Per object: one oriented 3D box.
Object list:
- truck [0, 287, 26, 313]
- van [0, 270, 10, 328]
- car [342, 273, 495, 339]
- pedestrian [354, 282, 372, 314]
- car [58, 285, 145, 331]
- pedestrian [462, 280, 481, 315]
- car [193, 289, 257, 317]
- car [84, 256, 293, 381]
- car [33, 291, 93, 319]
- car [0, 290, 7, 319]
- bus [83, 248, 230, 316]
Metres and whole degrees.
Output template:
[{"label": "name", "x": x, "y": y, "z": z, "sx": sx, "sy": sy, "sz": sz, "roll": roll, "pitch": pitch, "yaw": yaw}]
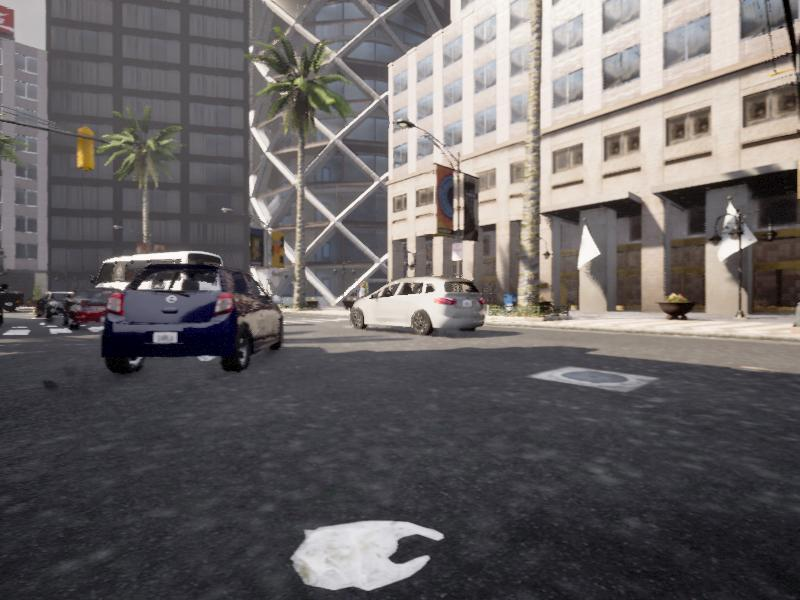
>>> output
[{"label": "truck", "x": -35.383, "y": -0.030, "z": 33.675, "sx": 6.274, "sy": 2.098, "sz": 2.390, "roll": 0, "pitch": 0, "yaw": 10}, {"label": "van", "x": -16.039, "y": -0.013, "z": 14.942, "sx": 2.069, "sy": 2.038, "sz": 4.480, "roll": 0, "pitch": 0, "yaw": -44}, {"label": "car", "x": 0.399, "y": 0.151, "z": 12.632, "sx": 2.242, "sy": 1.667, "sz": 4.611, "roll": 0, "pitch": 0, "yaw": -42}, {"label": "pedestrian", "x": -2.164, "y": -0.121, "z": 23.414, "sx": 0.751, "sy": 1.860, "sz": 0.751, "roll": 0, "pitch": 0, "yaw": -30}, {"label": "car", "x": -11.623, "y": 0.258, "z": 15.428, "sx": 2.163, "sy": 1.488, "sz": 4.792, "roll": 0, "pitch": 0, "yaw": -43}, {"label": "pedestrian", "x": 3.984, "y": -0.128, "z": 22.180, "sx": 0.751, "sy": 1.860, "sz": 0.751, "roll": 0, "pitch": 0, "yaw": -44}, {"label": "car", "x": -11.055, "y": 0.203, "z": 25.083, "sx": 5.366, "sy": 1.575, "sz": 1.801, "roll": 0, "pitch": 0, "yaw": 44}, {"label": "car", "x": -3.046, "y": 0.228, "z": 6.700, "sx": 1.845, "sy": 1.501, "sz": 3.633, "roll": 0, "pitch": 0, "yaw": -5}, {"label": "car", "x": -19.388, "y": 0.267, "z": 22.986, "sx": 3.806, "sy": 1.475, "sz": 1.970, "roll": 0, "pitch": 0, "yaw": 39}, {"label": "car", "x": -22.553, "y": 0.245, "z": 21.195, "sx": 3.633, "sy": 1.501, "sz": 1.845, "roll": 0, "pitch": 0, "yaw": 35}, {"label": "bus", "x": -17.660, "y": -1.120, "z": 28.923, "sx": 10.273, "sy": 4.253, "sz": 3.944, "roll": 0, "pitch": -1, "yaw": 25}]
